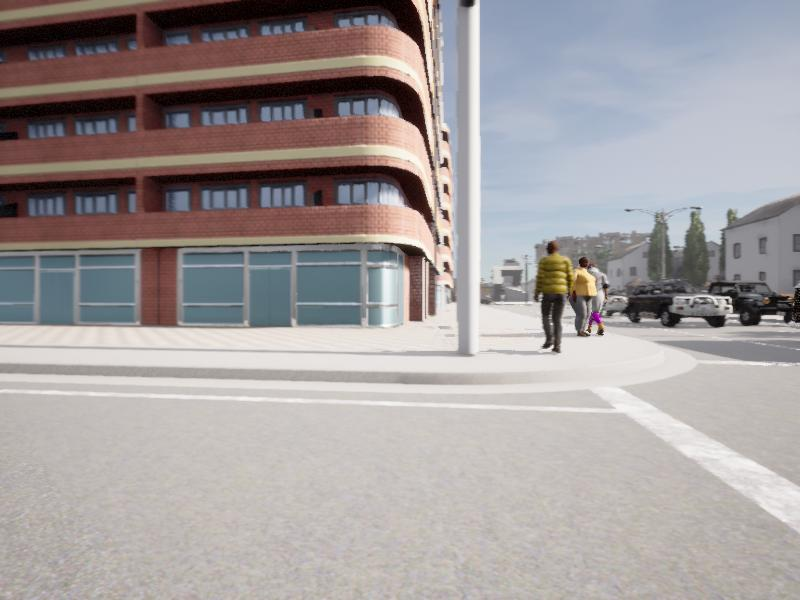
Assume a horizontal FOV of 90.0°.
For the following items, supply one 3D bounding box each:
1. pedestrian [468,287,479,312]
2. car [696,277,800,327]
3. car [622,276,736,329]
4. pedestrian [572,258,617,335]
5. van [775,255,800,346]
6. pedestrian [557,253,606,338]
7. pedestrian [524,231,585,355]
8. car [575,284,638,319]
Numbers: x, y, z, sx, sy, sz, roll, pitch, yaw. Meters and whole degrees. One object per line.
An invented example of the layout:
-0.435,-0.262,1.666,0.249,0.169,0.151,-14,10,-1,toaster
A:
5.567,-0.054,30.140,0.751,1.860,0.751,0,0,17,pedestrian
14.644,0.088,16.837,1.905,1.878,3.866,0,-1,8,car
11.039,0.091,16.328,1.932,1.855,4.605,0,0,8,car
4.845,-0.090,10.024,0.751,1.860,0.751,0,0,-1,pedestrian
9.738,-0.006,7.275,2.069,2.038,4.480,0,-1,8,van
4.190,-0.092,9.243,0.751,1.860,0.751,0,0,-38,pedestrian
2.441,-0.098,6.416,0.751,1.860,0.751,0,0,7,pedestrian
12.099,0.111,23.792,1.932,1.855,4.605,0,-1,8,car
